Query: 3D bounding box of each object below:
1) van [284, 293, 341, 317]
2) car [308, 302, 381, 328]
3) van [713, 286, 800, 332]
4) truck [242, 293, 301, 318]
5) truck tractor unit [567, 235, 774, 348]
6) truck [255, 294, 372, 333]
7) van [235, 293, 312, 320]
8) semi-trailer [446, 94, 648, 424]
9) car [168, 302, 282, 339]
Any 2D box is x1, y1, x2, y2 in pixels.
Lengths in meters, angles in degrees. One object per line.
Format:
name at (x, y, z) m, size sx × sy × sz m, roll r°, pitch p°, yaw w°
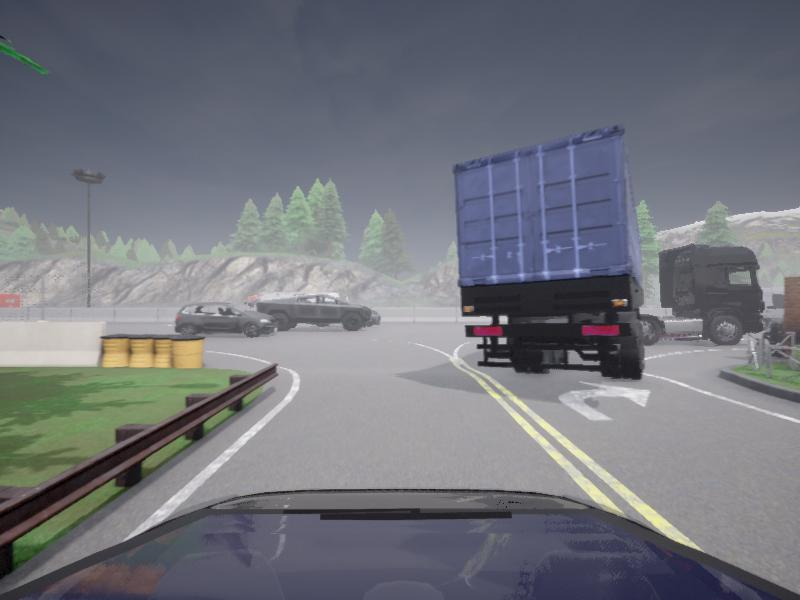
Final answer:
van at (-9.565, 0.520, 44.123) m, size 5.915 × 2.561 × 1.988 m, roll 0°, pitch 0°, yaw -1°
car at (-3.593, 0.953, 26.715) m, size 4.611 × 1.667 × 2.242 m, roll 0°, pitch 0°, yaw -1°
van at (22.253, 0.519, 23.701) m, size 5.915 × 2.561 × 1.988 m, roll 0°, pitch 0°, yaw 0°
truck at (-12.939, 0.558, 40.567) m, size 5.204 × 2.467 × 2.627 m, roll 0°, pitch 0°, yaw -1°
truck tractor unit at (10.893, -0.318, 16.866) m, size 6.516 × 4.208 × 3.053 m, roll 0°, pitch 0°, yaw 9°
truck at (-4.839, 0.738, 23.193) m, size 6.274 × 2.098 × 2.390 m, roll 0°, pitch 0°, yaw -1°
van at (-11.601, 0.574, 37.090) m, size 6.366 × 2.431 × 2.351 m, roll 0°, pitch 0°, yaw -1°
semi-trailer at (5.782, -0.458, 12.095) m, size 2.717 × 4.402 × 14.254 m, roll -3°, pitch -2°, yaw 32°
car at (-8.422, 0.954, 19.635) m, size 4.611 × 1.667 × 2.242 m, roll 0°, pitch 0°, yaw -1°
